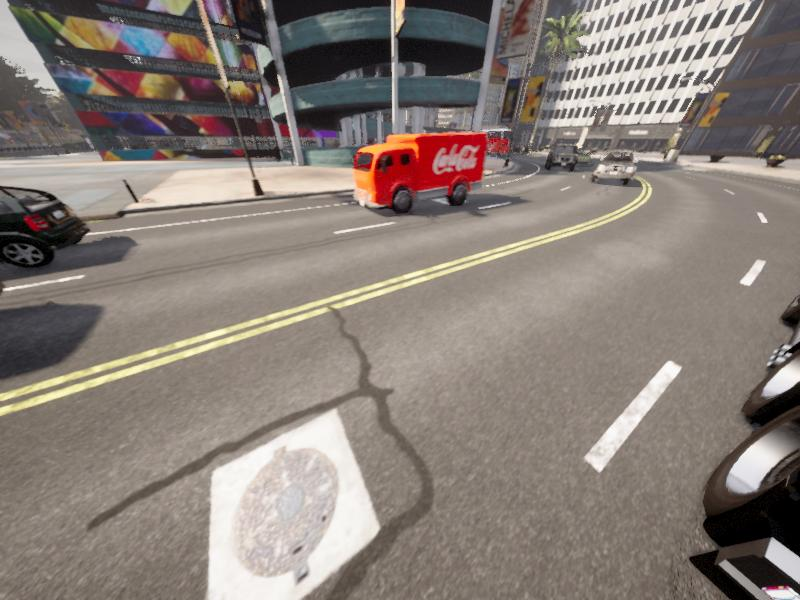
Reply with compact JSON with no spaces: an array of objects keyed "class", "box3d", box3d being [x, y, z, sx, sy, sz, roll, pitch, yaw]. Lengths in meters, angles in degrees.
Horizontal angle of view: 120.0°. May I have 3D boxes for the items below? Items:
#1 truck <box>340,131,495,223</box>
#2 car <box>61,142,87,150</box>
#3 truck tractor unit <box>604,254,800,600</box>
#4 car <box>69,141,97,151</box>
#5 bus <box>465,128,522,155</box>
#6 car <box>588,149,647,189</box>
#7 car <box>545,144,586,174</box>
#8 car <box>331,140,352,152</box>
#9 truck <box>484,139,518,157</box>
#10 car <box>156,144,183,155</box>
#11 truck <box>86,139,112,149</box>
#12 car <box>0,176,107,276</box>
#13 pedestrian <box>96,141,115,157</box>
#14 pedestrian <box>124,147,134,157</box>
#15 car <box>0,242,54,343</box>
[{"class":"truck","box3d":[0.756,-5.192,9.317,5.204,2.467,2.627,-22,40,-25]},{"class":"car","box3d":[-77.026,-36.385,54.643,1.837,1.490,4.892,-19,39,-25]},{"class":"truck tractor unit","box3d":[5.098,-0.312,0.813,6.516,4.208,3.053,-19,39,-25]},{"class":"car","box3d":[-70.865,-34.577,51.756,1.932,1.855,4.605,-19,39,-25]},{"class":"bus","box3d":[18.716,-32.463,47.370,3.944,4.253,10.273,-16,38,-22]},{"class":"car","box3d":[14.062,-8.689,15.061,1.932,1.855,4.605,24,41,30]},{"class":"car","box3d":[15.346,-13.464,21.818,2.150,2.045,5.566,15,38,20]},{"class":"car","box3d":[-13.203,-34.723,51.957,2.435,2.045,5.566,-19,39,-26]},{"class":"truck","box3d":[17.817,-27.213,41.320,2.627,2.467,5.204,-8,36,-13]},{"class":"car","box3d":[-38.697,-25.397,38.943,2.161,1.482,4.786,-19,39,-26]},{"class":"truck","box3d":[-85.265,-44.387,65.609,2.390,2.098,6.274,-19,39,-25]},{"class":"car","box3d":[-9.216,-1.336,4.525,3.705,1.549,1.789,-19,39,-26]},{"class":"pedestrian","box3d":[-39.803,-20.402,31.238,0.751,1.860,0.751,-27,43,-34]},{"class":"pedestrian","box3d":[-38.862,-21.213,33.112,0.500,1.100,0.500,22,40,28]},{"class":"car","box3d":[-7.547,0.441,1.994,4.514,1.525,2.007,-19,39,-25]}]
